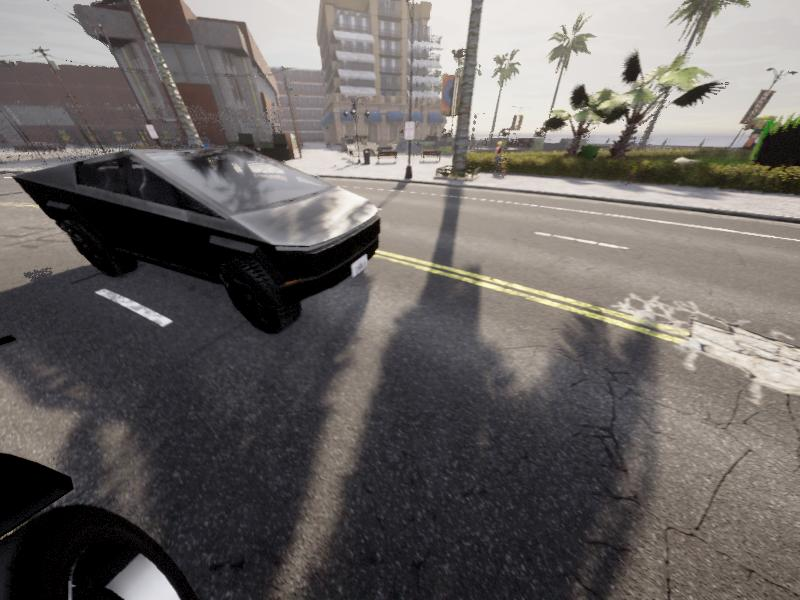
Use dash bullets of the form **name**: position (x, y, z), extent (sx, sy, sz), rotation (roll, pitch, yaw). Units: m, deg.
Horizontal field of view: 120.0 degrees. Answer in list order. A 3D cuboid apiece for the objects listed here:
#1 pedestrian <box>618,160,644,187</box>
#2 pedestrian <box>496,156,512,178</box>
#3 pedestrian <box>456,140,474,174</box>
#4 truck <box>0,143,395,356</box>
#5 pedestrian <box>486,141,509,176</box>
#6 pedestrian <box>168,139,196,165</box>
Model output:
- **pedestrian**: position (11.713, -6.423, 11.728), extent (0.500, 1.100, 0.500), rotation (23, 41, 29)
- **pedestrian**: position (6.382, -8.217, 14.237), extent (0.500, 1.100, 0.500), rotation (29, 44, 34)
- **pedestrian**: position (4.337, -9.530, 15.422), extent (0.751, 1.860, 0.751), rotation (15, 38, 20)
- **truck**: position (-3.454, -1.499, 4.169), extent (6.274, 2.098, 2.390), rotation (14, 37, 18)
- **pedestrian**: position (6.232, -9.093, 14.815), extent (0.751, 1.860, 0.751), rotation (-29, 45, -34)
- **pedestrian**: position (-18.463, -12.560, 19.604), extent (0.751, 1.860, 0.751), rotation (-3, 35, -4)
